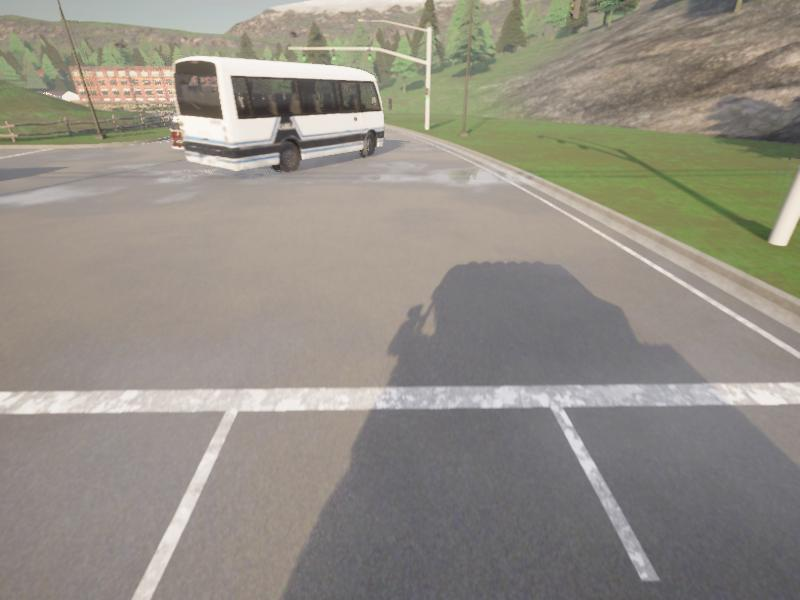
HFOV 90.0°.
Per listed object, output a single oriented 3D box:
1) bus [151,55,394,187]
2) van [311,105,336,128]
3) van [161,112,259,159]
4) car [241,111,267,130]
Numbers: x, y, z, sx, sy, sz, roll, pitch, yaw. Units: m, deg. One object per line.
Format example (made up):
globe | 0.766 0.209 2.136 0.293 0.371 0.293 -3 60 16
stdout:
bus | -4.828 -8.618 18.752 3.944 4.253 10.273 18 32 28
van | -8.072 -19.220 41.868 1.775 1.987 4.442 -9 28 -16
van | -10.813 -9.606 23.156 2.069 2.038 4.480 17 32 26
car | -14.779 -18.191 40.481 2.163 1.488 4.792 -9 28 -17
